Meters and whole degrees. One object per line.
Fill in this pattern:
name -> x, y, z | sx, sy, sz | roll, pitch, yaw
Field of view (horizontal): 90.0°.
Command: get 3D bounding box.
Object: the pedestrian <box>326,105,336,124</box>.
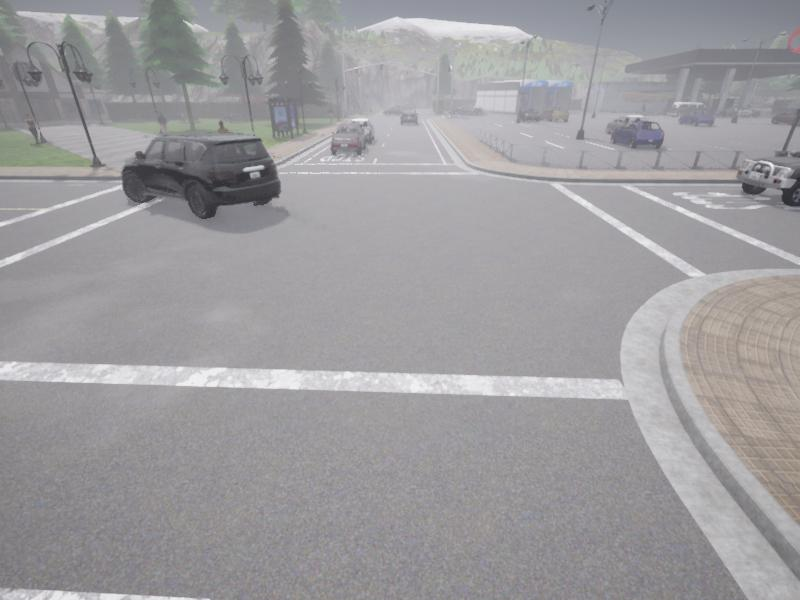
pedestrian -> -7.380, -19.872, 42.889 | 0.751, 1.860, 0.751 | -1, 27, -2

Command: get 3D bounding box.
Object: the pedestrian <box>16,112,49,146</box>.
pedestrian -> -22.914, -10.672, 24.979 | 0.751, 1.860, 0.751 | 15, 31, 27

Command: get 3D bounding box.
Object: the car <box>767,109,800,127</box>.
car -> 40.040, -18.371, 40.285 | 2.007, 1.523, 4.514 | 1, 27, 1

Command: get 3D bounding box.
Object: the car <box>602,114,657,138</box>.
car -> 17.741, -13.585, 31.168 | 1.970, 1.475, 3.806 | 1, 27, 1

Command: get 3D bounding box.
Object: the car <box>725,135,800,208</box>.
car -> 13.322, -3.983, 12.276 | 4.605, 1.855, 1.932 | 1, 27, 1

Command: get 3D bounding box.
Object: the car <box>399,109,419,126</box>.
car -> 1.044, -20.787, 45.467 | 2.163, 1.488, 4.792 | 1, 27, 1

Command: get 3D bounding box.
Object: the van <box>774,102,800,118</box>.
van -> 57.600, -27.513, 57.980 | 4.442, 1.987, 1.775 | 1, 27, 2

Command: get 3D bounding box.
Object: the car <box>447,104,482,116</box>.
car -> 10.028, -29.719, 62.679 | 5.238, 1.638, 1.930 | 1, 27, 2

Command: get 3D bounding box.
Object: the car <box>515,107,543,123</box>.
car -> 15.302, -22.165, 47.776 | 2.007, 1.523, 4.514 | 1, 27, 1

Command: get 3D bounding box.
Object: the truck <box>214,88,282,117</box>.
truck -> -22.588, -29.522, 59.914 | 8.468, 3.827, 2.891 | 1, 27, 1

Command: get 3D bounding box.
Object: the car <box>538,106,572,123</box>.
car -> 18.439, -22.156, 47.736 | 2.152, 1.636, 5.027 | 1, 27, 1

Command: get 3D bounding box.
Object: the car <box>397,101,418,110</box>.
car -> 1.696, -44.629, 91.706 | 2.033, 1.649, 4.856 | 23, 35, 37

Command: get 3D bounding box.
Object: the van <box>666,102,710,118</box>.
van -> 41.997, -27.783, 58.463 | 4.480, 2.038, 2.069 | 1, 27, 2

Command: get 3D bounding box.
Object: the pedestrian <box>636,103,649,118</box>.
pedestrian -> 33.234, -26.017, 54.832 | 0.751, 1.860, 0.751 | 1, 27, 2

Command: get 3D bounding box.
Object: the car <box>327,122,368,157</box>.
car -> -2.950, -9.354, 23.131 | 1.789, 1.549, 3.705 | 1, 27, 1

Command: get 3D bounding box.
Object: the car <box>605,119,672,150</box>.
car -> 14.544, -10.245, 24.644 | 1.845, 1.501, 3.633 | 1, 27, 1

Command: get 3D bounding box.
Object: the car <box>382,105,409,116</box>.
car -> -0.633, -29.820, 63.051 | 4.193, 1.474, 1.816 | 1, 27, 2

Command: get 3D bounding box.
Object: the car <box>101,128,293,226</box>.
car -> -6.054, -3.866, 11.885 | 5.566, 2.045, 2.150 | 16, 31, 30

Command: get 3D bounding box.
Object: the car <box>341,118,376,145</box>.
car -> -2.839, -11.922, 28.214 | 1.970, 1.475, 3.806 | 1, 27, 1

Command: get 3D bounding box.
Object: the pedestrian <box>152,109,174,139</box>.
pedestrian -> -16.895, -12.541, 28.514 | 0.751, 1.860, 0.751 | 24, 36, 38

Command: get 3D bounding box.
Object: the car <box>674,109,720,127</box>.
car -> 30.053, -18.503, 40.596 | 1.845, 1.501, 3.633 | 1, 27, 1

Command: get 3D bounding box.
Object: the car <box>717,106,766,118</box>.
car -> 49.728, -27.462, 58.319 | 4.974, 1.542, 2.038 | 1, 27, 2

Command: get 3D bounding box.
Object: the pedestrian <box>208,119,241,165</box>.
pedestrian -> -7.960, -7.185, 18.189 | 0.751, 1.860, 0.751 | 6, 28, 11
